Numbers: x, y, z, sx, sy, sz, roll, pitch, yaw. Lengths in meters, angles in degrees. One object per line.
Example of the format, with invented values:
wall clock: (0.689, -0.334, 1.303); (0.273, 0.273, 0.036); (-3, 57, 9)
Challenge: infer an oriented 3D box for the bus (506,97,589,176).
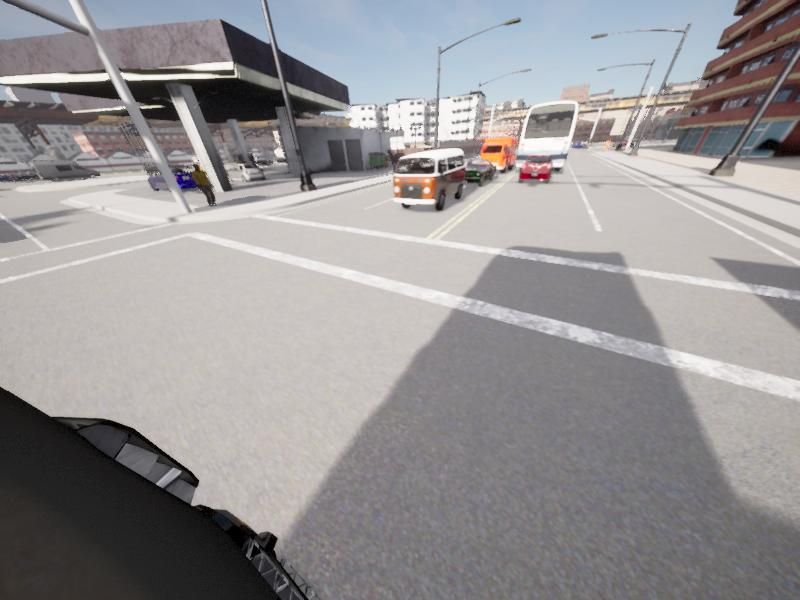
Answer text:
bus: (12.428, -13.637, 19.771); (3.944, 4.253, 10.273); (15, 38, 25)

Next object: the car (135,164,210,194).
car: (-17.016, -9.131, 17.343); (4.611, 1.667, 2.242); (16, 38, 26)

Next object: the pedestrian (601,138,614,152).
pedestrian: (32.379, -24.180, 36.030); (0.751, 1.860, 0.751); (-27, 41, -32)

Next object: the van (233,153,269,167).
van: (-35.223, -33.320, 54.812); (2.351, 2.431, 6.366); (26, 43, 36)

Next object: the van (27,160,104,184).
van: (-50.165, -19.453, 34.908); (1.988, 2.561, 5.915); (16, 38, 26)

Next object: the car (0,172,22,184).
car: (-62.172, -18.731, 35.616); (1.789, 1.549, 3.705); (16, 38, 26)

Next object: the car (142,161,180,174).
car: (-46.922, -26.164, 45.482); (2.097, 1.767, 4.553); (16, 38, 26)

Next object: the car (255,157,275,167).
car: (-29.591, -30.488, 50.823); (1.930, 1.638, 5.238); (-6, 33, -4)

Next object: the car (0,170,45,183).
car: (-63.804, -20.966, 39.120); (1.845, 1.501, 3.633); (16, 38, 26)

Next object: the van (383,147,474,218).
van: (1.416, -5.181, 9.840); (2.069, 2.038, 4.480); (15, 37, 25)

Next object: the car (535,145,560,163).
car: (18.067, -17.948, 28.321); (2.038, 1.542, 4.974); (14, 37, 24)

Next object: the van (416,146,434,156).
van: (6.688, -39.949, 61.985); (4.480, 2.038, 2.069); (12, 36, 22)

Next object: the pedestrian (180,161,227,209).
pedestrian: (-8.918, -5.215, 10.534); (0.751, 1.860, 0.751); (16, 38, 26)

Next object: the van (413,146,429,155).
van: (6.554, -46.208, 71.452); (4.480, 2.038, 2.069); (9, 35, 17)

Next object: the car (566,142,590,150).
car: (39.764, -34.453, 51.692); (3.806, 1.475, 1.970); (18, 39, 28)

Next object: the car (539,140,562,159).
car: (21.939, -22.113, 33.850); (2.150, 2.045, 5.566); (14, 37, 24)

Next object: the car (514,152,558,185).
car: (8.590, -8.318, 14.495); (1.845, 1.501, 3.633); (15, 38, 25)

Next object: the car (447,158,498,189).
car: (4.828, -8.320, 14.997); (1.895, 1.301, 4.718); (15, 38, 25)

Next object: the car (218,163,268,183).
car: (-14.802, -12.032, 21.848); (3.806, 1.475, 1.970); (16, 38, 26)

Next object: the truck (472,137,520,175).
truck: (8.345, -12.458, 19.917); (2.627, 2.467, 5.204); (15, 38, 25)

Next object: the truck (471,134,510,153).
truck: (23.281, -40.561, 60.007); (8.468, 3.827, 2.891); (16, 38, 26)

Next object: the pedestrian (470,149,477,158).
pedestrian: (12.062, -23.946, 37.737); (0.751, 1.300, 0.751); (18, 39, 28)

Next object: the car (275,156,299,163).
car: (-30.252, -37.746, 62.052); (5.357, 1.411, 2.033); (-19, 37, -22)
